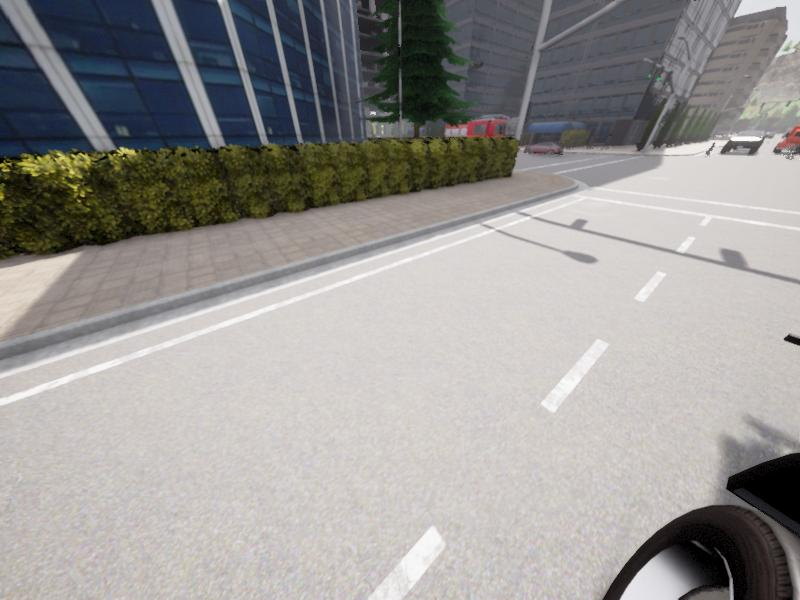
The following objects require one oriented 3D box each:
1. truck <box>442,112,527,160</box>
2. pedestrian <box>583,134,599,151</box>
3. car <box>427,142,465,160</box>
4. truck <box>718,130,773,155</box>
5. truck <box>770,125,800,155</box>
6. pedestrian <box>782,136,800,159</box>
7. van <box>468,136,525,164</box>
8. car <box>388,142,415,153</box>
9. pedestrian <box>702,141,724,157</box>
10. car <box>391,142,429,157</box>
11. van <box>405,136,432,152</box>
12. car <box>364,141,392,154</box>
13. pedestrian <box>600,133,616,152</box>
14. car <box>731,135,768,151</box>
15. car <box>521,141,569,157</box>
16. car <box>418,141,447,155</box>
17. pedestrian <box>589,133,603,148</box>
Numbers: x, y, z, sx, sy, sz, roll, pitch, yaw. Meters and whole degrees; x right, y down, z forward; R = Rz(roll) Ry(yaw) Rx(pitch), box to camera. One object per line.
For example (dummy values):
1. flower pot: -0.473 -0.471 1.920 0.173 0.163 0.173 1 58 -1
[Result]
1. truck: 8.972 -18.453 26.184 2.891 3.827 8.468 -25 42 -29
2. pedestrian: 25.187 -20.831 30.498 0.751 1.860 0.751 -22 41 -27
3. car: 5.173 -17.014 26.283 1.970 1.475 3.806 -24 42 -29
4. truck: 38.426 -17.549 25.678 6.274 2.098 2.390 -24 41 -28
5. truck: 42.882 -17.140 24.675 5.204 2.467 2.627 -24 42 -29
6. pedestrian: 34.638 -13.278 19.956 0.751 1.860 0.751 -14 38 -18
7. van: 8.989 -14.356 22.030 1.775 1.987 4.442 -24 42 -29
8. car: 0.184 -24.058 36.358 1.994 1.385 4.181 -25 42 -30
9. pedestrian: 31.202 -15.087 23.055 0.751 1.300 0.751 -26 42 -31
10. car: 1.254 -19.917 30.513 2.033 1.411 5.357 -24 42 -29
11. van: 3.021 -25.723 38.087 1.775 1.987 4.442 -26 43 -31
12. car: -3.424 -23.485 35.500 1.882 1.535 5.008 -24 42 -29
13. pedestrian: 25.756 -19.519 28.647 0.751 1.860 0.751 25 43 31
14. car: 44.737 -20.113 29.556 5.366 1.575 1.801 -24 41 -28
15. car: 17.176 -18.028 27.499 1.994 1.385 4.181 -24 42 -29
16. car: 4.402 -20.965 31.786 1.845 1.501 3.633 -24 42 -29
17. pedestrian: 30.210 -24.600 35.638 0.751 1.860 0.751 -6 36 -7
